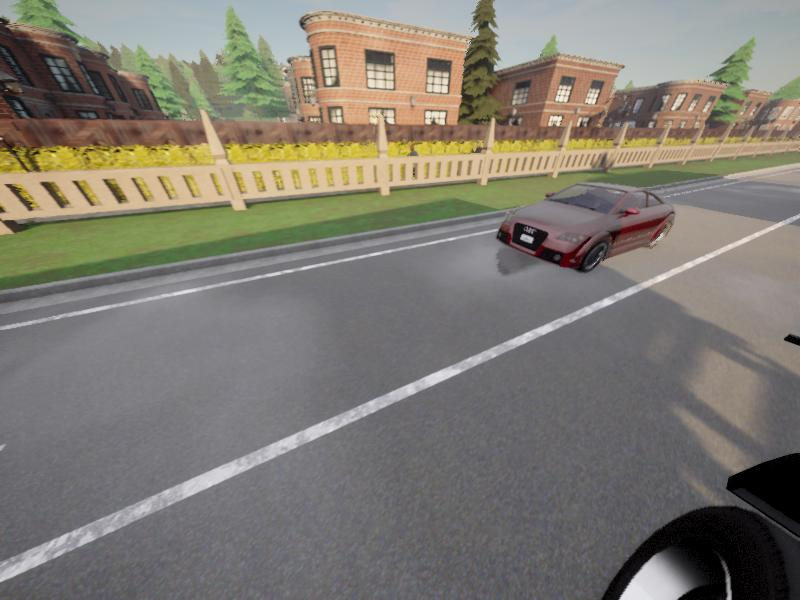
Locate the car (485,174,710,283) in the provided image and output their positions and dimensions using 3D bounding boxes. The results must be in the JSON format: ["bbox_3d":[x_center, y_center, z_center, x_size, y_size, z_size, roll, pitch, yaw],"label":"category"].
[{"bbox_3d":[4.440,-1.939,5.418,4.181,1.385,1.994,-16,38,-21],"label":"car"}]

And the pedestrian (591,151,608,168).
[{"bbox_3d":[15.759,-11.128,18.246,0.500,1.100,0.500,-16,38,-21],"label":"pedestrian"}]

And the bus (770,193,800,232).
[{"bbox_3d":[16.607,-4.260,6.099,10.273,4.253,3.944,-16,38,-21],"label":"bus"}]

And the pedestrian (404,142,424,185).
[{"bbox_3d":[0.684,-7.092,12.008,0.751,1.860,0.751,-13,37,-17],"label":"pedestrian"}]

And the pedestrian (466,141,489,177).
[{"bbox_3d":[4.777,-8.749,14.317,0.751,1.860,0.751,-16,38,-21],"label":"pedestrian"}]
